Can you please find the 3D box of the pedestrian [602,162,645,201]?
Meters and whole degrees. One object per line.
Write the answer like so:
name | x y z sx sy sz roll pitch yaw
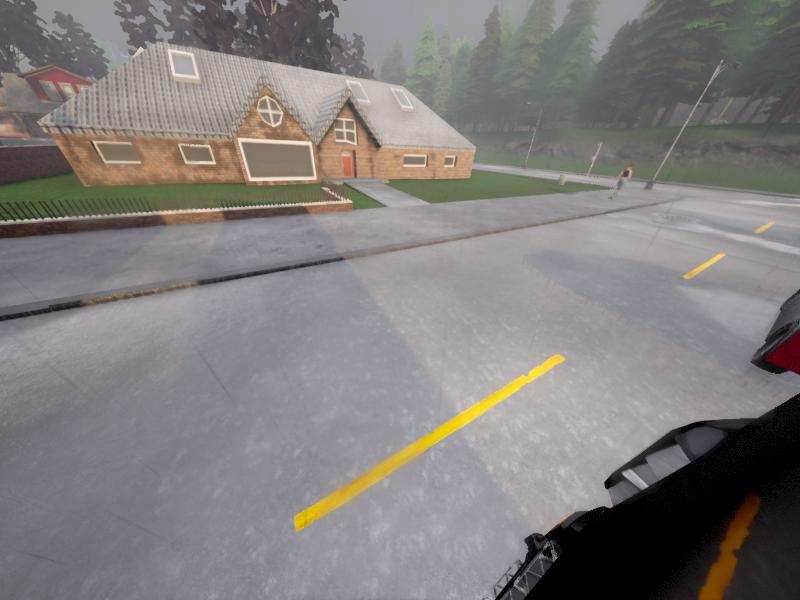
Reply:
pedestrian | 12.399 -6.594 12.887 0.751 1.860 0.751 -6 35 -13

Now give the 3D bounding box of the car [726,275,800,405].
car | 6.166 0.265 2.625 3.633 1.501 1.845 -16 38 -26
